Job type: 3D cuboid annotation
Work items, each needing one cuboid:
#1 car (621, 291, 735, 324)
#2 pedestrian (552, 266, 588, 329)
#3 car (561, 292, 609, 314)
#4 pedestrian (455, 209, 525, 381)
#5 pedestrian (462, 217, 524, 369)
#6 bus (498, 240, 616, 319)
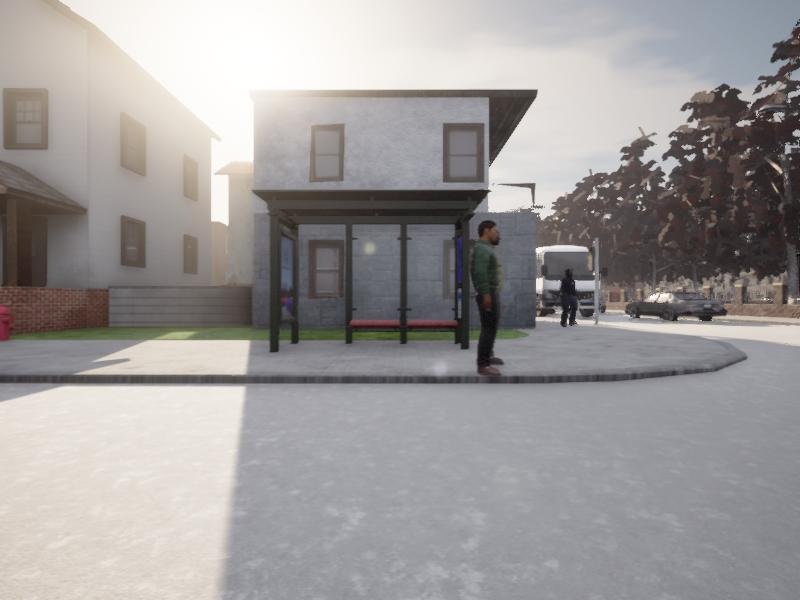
[{"bbox_3d":[13.451,0.305,19.920,2.033,1.411,5.357,0,0,1],"label":"car"},{"bbox_3d":[5.199,-0.072,12.294,0.751,1.860,0.751,0,0,-5],"label":"pedestrian"},{"bbox_3d":[13.643,0.235,29.740,1.845,1.501,3.633,0,0,0],"label":"car"},{"bbox_3d":[1.043,-0.053,4.757,0.751,1.860,0.751,0,0,9],"label":"pedestrian"},{"bbox_3d":[1.229,-0.083,5.339,0.751,1.860,0.751,0,0,11],"label":"pedestrian"},{"bbox_3d":[9.719,-1.126,26.708,3.944,4.253,10.273,0,0,1],"label":"bus"}]
